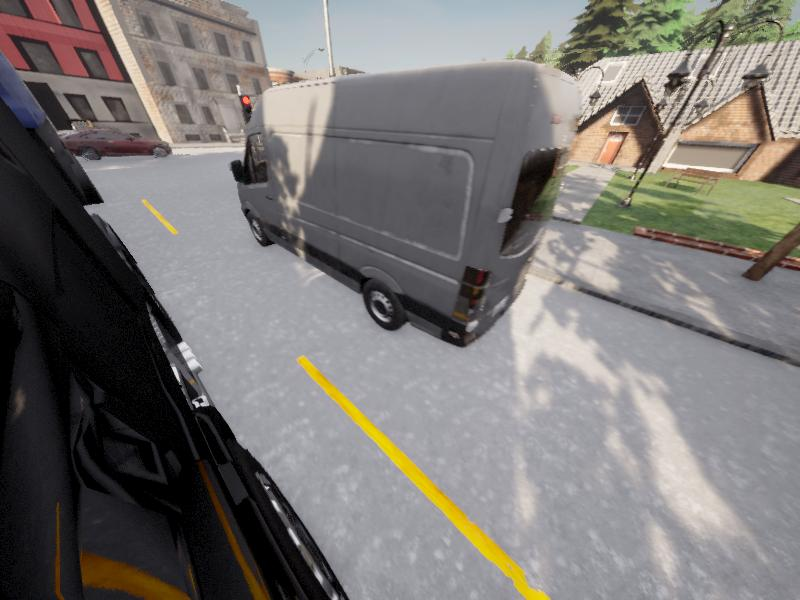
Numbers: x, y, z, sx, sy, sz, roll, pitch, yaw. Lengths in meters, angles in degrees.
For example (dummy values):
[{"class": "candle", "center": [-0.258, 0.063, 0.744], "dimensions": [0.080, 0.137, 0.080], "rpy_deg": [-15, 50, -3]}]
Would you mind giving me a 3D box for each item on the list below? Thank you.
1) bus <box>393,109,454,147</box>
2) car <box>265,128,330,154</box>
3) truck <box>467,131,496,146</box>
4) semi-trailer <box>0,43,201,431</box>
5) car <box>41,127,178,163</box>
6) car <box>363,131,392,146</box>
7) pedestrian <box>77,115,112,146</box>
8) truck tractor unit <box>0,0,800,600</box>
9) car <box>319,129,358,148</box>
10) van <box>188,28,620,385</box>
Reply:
[{"class": "bus", "center": [3.901, -27.304, 36.763], "dimensions": [3.944, 4.253, 10.273], "rpy_deg": [29, 45, 30]}, {"class": "car", "center": [-9.119, -14.423, 20.904], "dimensions": [2.242, 1.667, 4.611], "rpy_deg": [32, 46, 33]}, {"class": "truck", "center": [15.402, -30.535, 43.625], "dimensions": [2.390, 2.098, 6.274], "rpy_deg": [29, 44, 30]}, {"class": "semi-trailer", "center": [-8.690, -3.616, 4.230], "dimensions": [14.254, 4.402, 2.717], "rpy_deg": [28, 44, 30]}, {"class": "car", "center": [-16.501, -9.069, 13.475], "dimensions": [1.812, 1.442, 4.674], "rpy_deg": [29, 44, 30]}, {"class": "car", "center": [-2.992, -21.784, 31.236], "dimensions": [1.845, 1.501, 3.633], "rpy_deg": [29, 44, 30]}, {"class": "pedestrian", "center": [-23.398, -13.008, 17.718], "dimensions": [0.751, 1.860, 0.751], "rpy_deg": [22, 41, 24]}, {"class": "truck tractor unit", "center": [-2.645, -0.295, 0.351], "dimensions": [6.516, 4.208, 3.053], "rpy_deg": [28, 44, 30]}, {"class": "car", "center": [-7.148, -19.060, 27.268], "dimensions": [1.851, 1.617, 3.988], "rpy_deg": [29, 44, 30]}, {"class": "van", "center": [-0.842, -1.779, 3.856], "dimensions": [5.915, 2.561, 1.988], "rpy_deg": [29, 44, 31]}]
